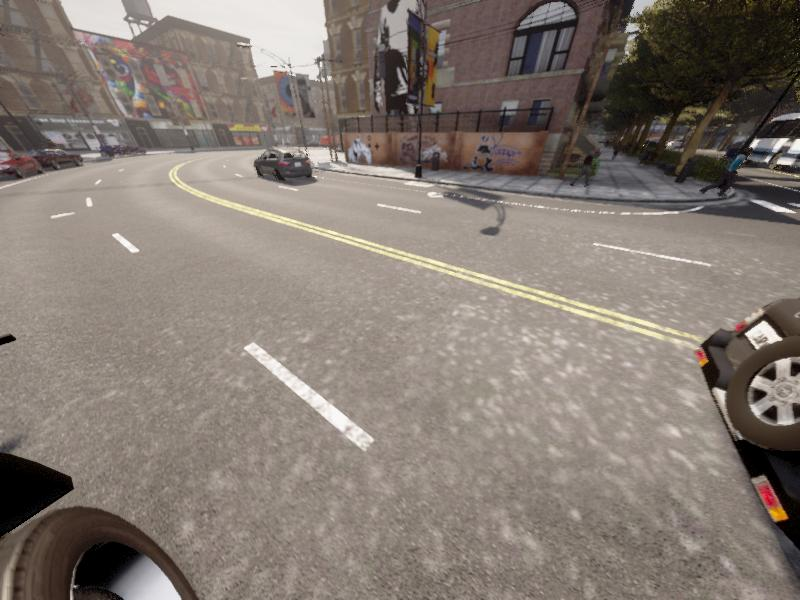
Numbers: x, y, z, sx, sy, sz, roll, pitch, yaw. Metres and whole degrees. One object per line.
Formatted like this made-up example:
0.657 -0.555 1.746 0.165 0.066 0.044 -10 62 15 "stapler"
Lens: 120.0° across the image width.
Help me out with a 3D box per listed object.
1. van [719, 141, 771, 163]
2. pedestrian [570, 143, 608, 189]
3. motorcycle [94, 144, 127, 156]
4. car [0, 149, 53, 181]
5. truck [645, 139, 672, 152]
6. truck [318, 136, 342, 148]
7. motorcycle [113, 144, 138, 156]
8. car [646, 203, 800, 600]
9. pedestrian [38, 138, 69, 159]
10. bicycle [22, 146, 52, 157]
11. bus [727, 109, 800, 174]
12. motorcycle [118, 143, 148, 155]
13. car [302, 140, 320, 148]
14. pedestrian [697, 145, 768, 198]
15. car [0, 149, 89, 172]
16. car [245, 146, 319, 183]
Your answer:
41.066 -17.785 27.691 1.775 1.987 4.442 22 41 28 "van"
9.263 -6.615 11.432 0.751 1.860 0.751 17 39 22 "pedestrian"
-36.451 -18.926 29.138 0.867 1.251 2.209 30 45 35 "motorcycle"
-25.508 -8.778 14.910 2.002 1.452 4.674 -22 41 -28 "car"
55.737 -33.465 49.928 2.390 2.098 6.274 22 41 27 "truck"
-18.172 -41.096 59.904 2.627 2.467 5.204 22 41 28 "truck"
-36.293 -19.912 30.588 0.856 1.236 1.805 30 45 35 "motorcycle"
4.373 1.216 0.589 4.605 1.855 1.932 22 40 28 "car"
-36.581 -16.013 24.434 0.751 1.860 0.751 -10 36 -14 "pedestrian"
-44.444 -18.218 28.299 0.373 1.024 1.643 13 36 34 "bicycle"
35.076 -13.859 20.118 3.944 4.253 10.273 22 41 28 "bus"
-36.549 -20.693 31.644 0.764 1.277 2.356 30 45 35 "motorcycle"
-22.983 -40.229 59.578 1.970 1.475 3.806 22 41 28 "car"
13.925 -5.420 9.771 0.751 1.860 0.751 21 40 27 "pedestrian"
-28.608 -11.504 18.885 1.895 1.301 4.718 -15 38 -21 "car"
-7.762 -8.969 15.120 4.611 1.667 2.242 27 43 33 "car"
